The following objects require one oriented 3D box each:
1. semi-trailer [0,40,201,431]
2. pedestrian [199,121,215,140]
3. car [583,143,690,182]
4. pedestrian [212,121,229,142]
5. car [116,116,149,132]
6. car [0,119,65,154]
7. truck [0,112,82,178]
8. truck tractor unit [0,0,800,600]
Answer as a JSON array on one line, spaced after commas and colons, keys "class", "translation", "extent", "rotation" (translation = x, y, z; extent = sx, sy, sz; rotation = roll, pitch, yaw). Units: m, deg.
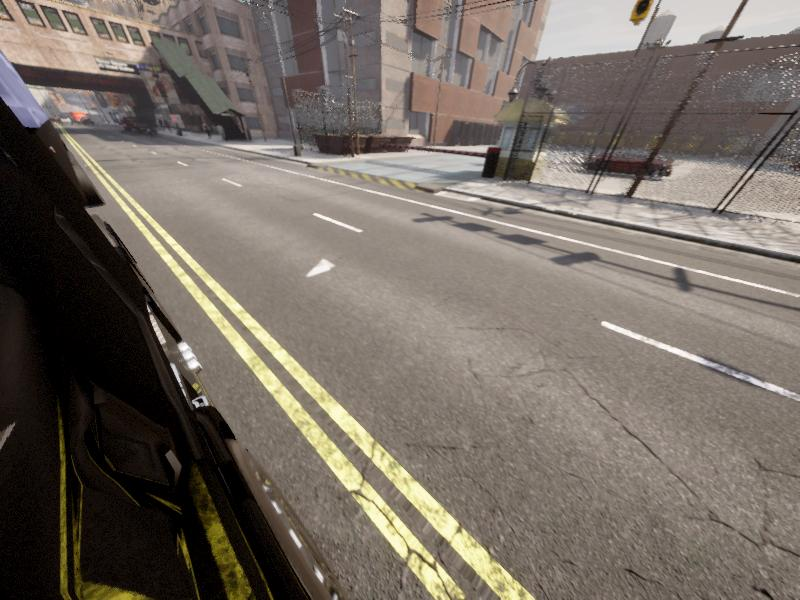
[{"class": "semi-trailer", "translation": [-8.684, -3.600, 4.261], "extent": [14.254, 4.402, 2.717], "rotation": [28, 44, 30]}, {"class": "pedestrian", "translation": [-23.855, -20.998, 28.577], "extent": [0.751, 1.860, 0.751], "rotation": [-28, 46, -34]}, {"class": "car", "translation": [15.727, -9.471, 15.751], "extent": [4.553, 1.767, 2.185], "rotation": [28, 43, 30]}, {"class": "pedestrian", "translation": [-20.303, -19.080, 26.219], "extent": [0.751, 1.860, 0.751], "rotation": [28, 43, 30]}, {"class": "car", "translation": [-46.681, -30.699, 40.338], "extent": [5.566, 2.045, 2.435], "rotation": [28, 43, 30]}, {"class": "car", "translation": [-25.557, -11.396, 16.023], "extent": [5.238, 1.638, 1.930], "rotation": [28, 43, 30]}, {"class": "truck", "translation": [-17.610, -7.365, 10.715], "extent": [6.274, 2.098, 2.390], "rotation": [28, 43, 30]}, {"class": "truck tractor unit", "translation": [-2.645, -0.295, 0.351], "extent": [6.516, 4.208, 3.053], "rotation": [28, 44, 30]}]
